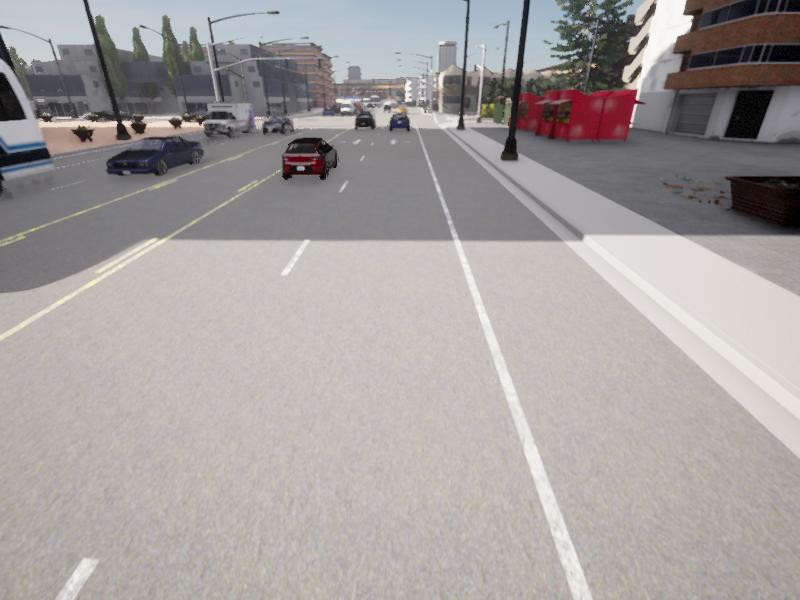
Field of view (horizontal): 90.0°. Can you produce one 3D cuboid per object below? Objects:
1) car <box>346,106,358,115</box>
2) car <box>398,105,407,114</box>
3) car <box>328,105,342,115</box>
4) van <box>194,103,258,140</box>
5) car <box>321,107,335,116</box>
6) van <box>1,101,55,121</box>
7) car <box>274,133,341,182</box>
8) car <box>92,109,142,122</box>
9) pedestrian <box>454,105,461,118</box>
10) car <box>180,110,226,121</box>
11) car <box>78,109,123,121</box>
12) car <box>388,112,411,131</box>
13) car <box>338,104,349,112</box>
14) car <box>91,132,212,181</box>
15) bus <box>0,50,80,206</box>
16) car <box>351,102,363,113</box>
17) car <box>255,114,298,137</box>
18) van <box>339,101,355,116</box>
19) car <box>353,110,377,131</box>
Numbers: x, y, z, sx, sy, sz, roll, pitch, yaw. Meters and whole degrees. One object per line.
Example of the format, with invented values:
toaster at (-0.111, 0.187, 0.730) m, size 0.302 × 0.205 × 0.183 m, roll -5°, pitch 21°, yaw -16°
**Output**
car at (-9.848, -39.187, 82.744) m, size 1.812 × 1.442 × 4.674 m, roll 1°, pitch 27°, yaw 1°
car at (0.602, -40.758, 85.685) m, size 1.882 × 1.535 × 5.008 m, roll 0°, pitch 27°, yaw 1°
car at (-13.422, -39.136, 82.440) m, size 1.930 × 1.638 × 5.238 m, roll 0°, pitch 27°, yaw 1°
van at (-14.115, -14.862, 33.079) m, size 2.351 × 2.431 × 6.366 m, roll 0°, pitch 27°, yaw 1°
car at (-13.526, -35.663, 75.718) m, size 1.816 × 1.474 × 4.193 m, roll 0°, pitch 26°, yaw 1°
van at (-53.018, -27.027, 57.113) m, size 5.915 × 2.561 × 1.988 m, roll 6°, pitch 27°, yaw 12°
car at (-3.811, -6.226, 17.228) m, size 1.816 × 1.474 × 4.193 m, roll 0°, pitch 27°, yaw 1°
car at (-37.719, -24.642, 53.448) m, size 5.008 × 1.535 × 1.882 m, roll 0°, pitch 26°, yaw 1°
pedestrian at (9.051, -29.806, 63.111) m, size 0.751 × 1.860 × 0.751 m, roll -12°, pitch 29°, yaw -23°
car at (-27.736, -26.049, 56.438) m, size 5.357 × 1.411 × 2.033 m, roll 0°, pitch 26°, yaw 1°
car at (-42.405, -26.193, 56.689) m, size 4.514 × 1.525 × 2.007 m, roll 0°, pitch 26°, yaw 1°
car at (-0.007, -17.868, 40.016) m, size 2.163 × 1.488 × 4.792 m, roll 0°, pitch 27°, yaw 1°
car at (-13.270, -45.236, 94.293) m, size 1.882 × 1.535 × 5.008 m, roll 0°, pitch 28°, yaw 1°
car at (-10.801, -6.588, 18.033) m, size 2.033 × 1.411 × 5.357 m, roll 0°, pitch 27°, yaw 1°
bus at (-14.287, -3.976, 9.789) m, size 3.944 × 4.253 × 10.273 m, roll 0°, pitch 27°, yaw 1°
car at (-9.791, -44.101, 91.580) m, size 2.150 × 2.045 × 5.566 m, roll 0°, pitch 28°, yaw 1°
car at (-10.580, -15.240, 34.827) m, size 2.128 × 1.511 × 4.902 m, roll 0°, pitch 27°, yaw 1°
van at (-10.007, -36.451, 76.094) m, size 1.988 × 2.561 × 5.915 m, roll 0°, pitch 27°, yaw 1°
car at (-3.486, -18.431, 40.961) m, size 1.930 × 1.638 × 5.238 m, roll 0°, pitch 27°, yaw 1°
